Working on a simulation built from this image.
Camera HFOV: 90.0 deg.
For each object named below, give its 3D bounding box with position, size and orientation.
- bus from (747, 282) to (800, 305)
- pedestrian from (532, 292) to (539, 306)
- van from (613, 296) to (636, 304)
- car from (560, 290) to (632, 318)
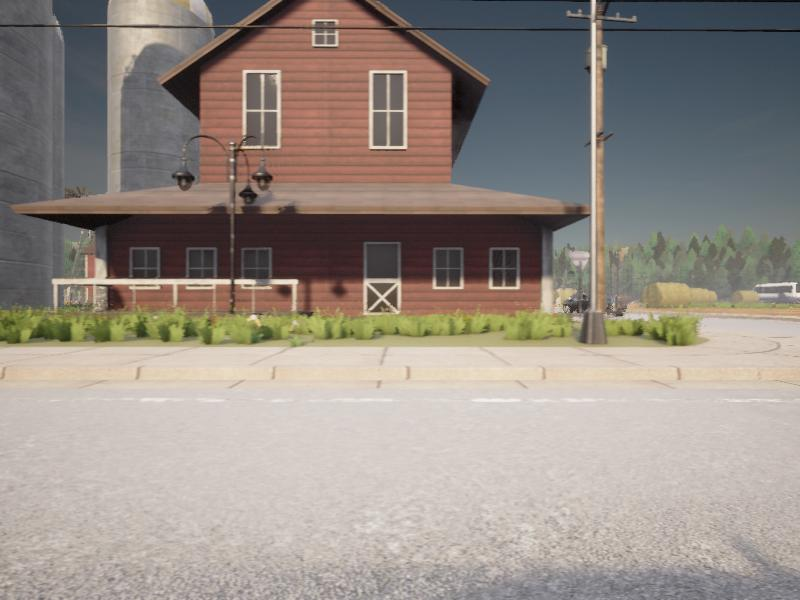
[{"bbox_3d":[74.642,-1.136,78.887,3.944,4.253,10.273,0,0,3],"label":"bus"},{"bbox_3d":[18.619,-0.133,55.083,0.751,1.860,0.751,0,0,-1],"label":"pedestrian"},{"bbox_3d":[53.716,0.025,95.802,4.442,1.987,1.775,0,0,0],"label":"van"},{"bbox_3d":[11.468,0.223,23.809,1.837,1.490,4.892,0,0,-1],"label":"car"}]
